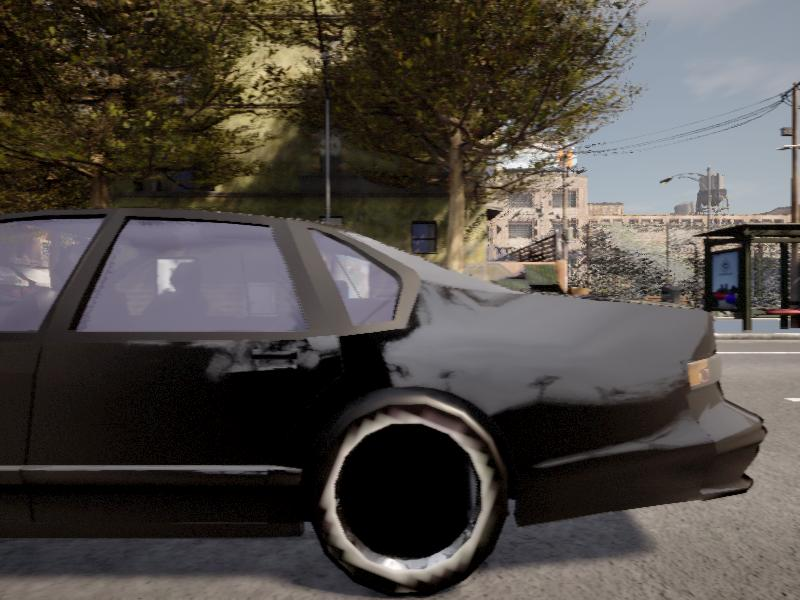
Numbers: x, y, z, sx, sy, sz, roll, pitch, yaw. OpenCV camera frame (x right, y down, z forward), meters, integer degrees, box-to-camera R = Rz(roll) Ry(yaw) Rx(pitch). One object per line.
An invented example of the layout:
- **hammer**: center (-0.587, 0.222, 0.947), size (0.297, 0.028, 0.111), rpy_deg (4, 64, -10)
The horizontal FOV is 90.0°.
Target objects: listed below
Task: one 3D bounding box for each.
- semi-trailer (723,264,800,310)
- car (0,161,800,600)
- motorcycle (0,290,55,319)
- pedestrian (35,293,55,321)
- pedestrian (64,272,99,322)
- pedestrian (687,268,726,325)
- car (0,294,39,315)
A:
- **semi-trailer**: center (39.840, -1.219, 40.576), size (2.717, 4.402, 14.254), rpy_deg (0, 0, 1)
- **car**: center (-1.301, 0.295, 2.202), size (5.357, 1.411, 2.033), rpy_deg (0, 0, 0)
- **motorcycle**: center (-18.602, 0.220, 19.635), size (2.356, 1.277, 0.764), rpy_deg (0, -10, -30)
- **pedestrian**: center (-13.941, 0.265, 15.715), size (0.500, 1.100, 0.500), rpy_deg (0, 0, -27)
- **pedestrian**: center (-12.142, -0.115, 15.245), size (0.751, 1.860, 0.751), rpy_deg (0, 0, 19)
- **pedestrian**: center (10.225, -0.115, 13.370), size (0.751, 1.860, 0.751), rpy_deg (0, 0, 1)
- **car**: center (-28.345, 0.295, 27.573), size (2.033, 1.411, 5.357), rpy_deg (0, 0, 0)
